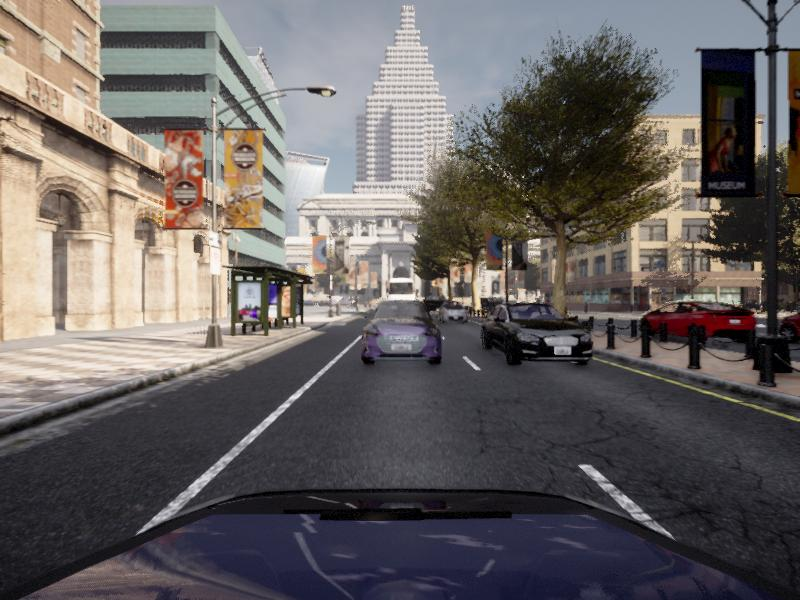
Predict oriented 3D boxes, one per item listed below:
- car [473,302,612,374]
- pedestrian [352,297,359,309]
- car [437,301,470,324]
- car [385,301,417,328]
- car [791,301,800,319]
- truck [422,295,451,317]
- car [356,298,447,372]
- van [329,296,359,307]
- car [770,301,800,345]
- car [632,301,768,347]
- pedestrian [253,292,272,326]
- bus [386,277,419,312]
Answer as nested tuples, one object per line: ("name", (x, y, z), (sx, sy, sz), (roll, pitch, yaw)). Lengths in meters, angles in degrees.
("car", (3.535, 0.834, 11.131), (2.128, 1.511, 4.902), (0, 0, 0))
("pedestrian", (-6.962, 0.479, 62.690), (0.751, 1.860, 0.751), (0, 0, 19))
("car", (3.626, 0.825, 27.668), (1.845, 1.501, 3.633), (0, 0, 1))
("car", (0.096, 0.841, 25.521), (1.837, 1.490, 4.892), (0, 0, 0))
("car", (34.798, 0.823, 32.810), (3.633, 1.501, 1.845), (0, 0, -1))
("truck", (3.610, 0.537, 40.512), (2.390, 2.098, 6.274), (0, 0, 0))
("car", (0.037, 0.776, 11.297), (2.033, 1.649, 4.856), (0, 0, 0))
("van", (-12.283, 0.365, 88.168), (6.366, 2.431, 2.351), (0, 0, 0))
("car", (15.021, 0.817, 13.418), (1.789, 1.549, 3.705), (0, 1, 1))
("car", (11.501, 0.827, 15.836), (2.007, 1.525, 4.514), (0, 0, 1))
("pedestrian", (-7.723, 0.483, 22.477), (0.751, 1.860, 0.751), (0, 0, 11))
("bus", (0.295, -0.525, 53.640), (3.944, 4.253, 10.273), (0, -2, 0))
